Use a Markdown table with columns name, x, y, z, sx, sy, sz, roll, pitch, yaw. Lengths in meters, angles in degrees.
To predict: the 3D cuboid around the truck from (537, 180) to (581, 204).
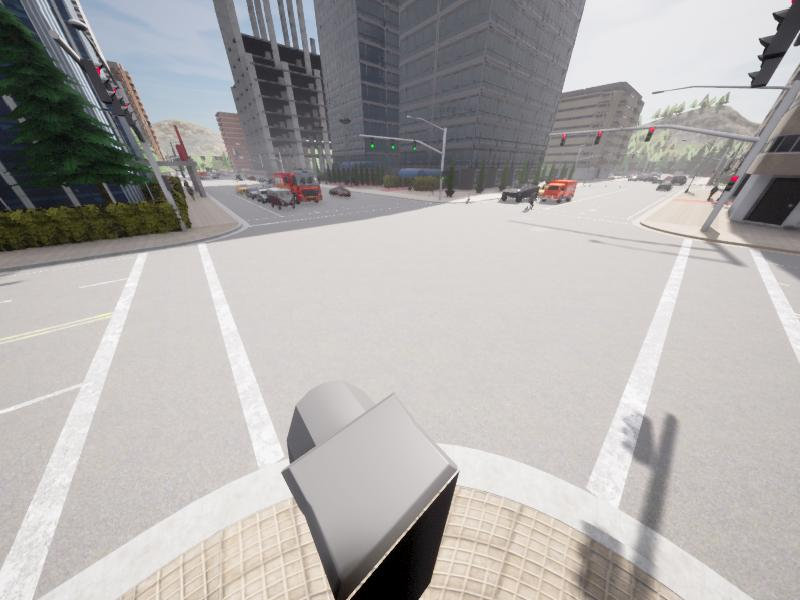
| name | x | y | z | sx | sy | sz | roll | pitch | yaw |
| --- | --- | --- | --- | --- | --- | --- | --- | --- | --- |
| truck | 20.639 | -14.160 | 30.062 | 5.204 | 2.467 | 2.627 | -23 | 37 | -34 |

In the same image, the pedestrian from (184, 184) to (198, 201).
| name | x | y | z | sx | sy | sz | roll | pitch | yaw |
| --- | --- | --- | --- | --- | --- | --- | --- | --- | --- |
| pedestrian | -27.074 | -13.931 | 29.921 | 0.751 | 1.860 | 0.751 | -23 | 37 | -34 |

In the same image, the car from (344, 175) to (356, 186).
| name | x | y | z | sx | sy | sz | roll | pitch | yaw |
| --- | --- | --- | --- | --- | --- | --- | --- | --- | --- |
| car | -11.925 | -28.857 | 55.608 | 2.390 | 2.098 | 6.274 | -5 | 30 | -9 |

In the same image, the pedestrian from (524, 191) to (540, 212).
| name | x | y | z | sx | sy | sz | roll | pitch | yaw |
| --- | --- | --- | --- | --- | --- | --- | --- | --- | --- |
| pedestrian | 13.440 | -10.059 | 23.519 | 0.751 | 1.860 | 0.751 | -18 | 35 | -29 |

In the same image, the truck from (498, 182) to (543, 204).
| name | x | y | z | sx | sy | sz | roll | pitch | yaw |
| --- | --- | --- | --- | --- | --- | --- | --- | --- | --- |
| truck | 16.129 | -14.403 | 30.853 | 6.274 | 2.098 | 2.390 | -22 | 37 | -33 |

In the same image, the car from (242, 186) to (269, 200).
| name | x | y | z | sx | sy | sz | roll | pitch | yaw |
| --- | --- | --- | --- | --- | --- | --- | --- | --- | --- |
| car | -21.288 | -15.726 | 33.851 | 2.033 | 1.411 | 5.357 | -23 | 37 | -34 |

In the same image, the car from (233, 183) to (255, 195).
| name | x | y | z | sx | sy | sz | roll | pitch | yaw |
| --- | --- | --- | --- | --- | --- | --- | --- | --- | --- |
| car | -26.297 | -18.722 | 38.896 | 1.882 | 1.535 | 5.008 | -23 | 37 | -34 |

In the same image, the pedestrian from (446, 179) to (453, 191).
| name | x | y | z | sx | sy | sz | roll | pitch | yaw |
| --- | --- | --- | --- | --- | --- | --- | --- | --- | --- |
| pedestrian | 8.816 | -20.486 | 41.257 | 0.751 | 1.860 | 0.751 | -6 | 30 | -10 |

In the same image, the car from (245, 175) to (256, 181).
| name | x | y | z | sx | sy | sz | roll | pitch | yaw |
| --- | --- | --- | --- | --- | --- | --- | --- | --- | --- |
| car | -49.396 | -40.232 | 76.152 | 1.882 | 1.535 | 5.008 | -24 | 37 | -35 |

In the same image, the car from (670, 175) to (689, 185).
| name | x | y | z | sx | sy | sz | roll | pitch | yaw |
| --- | --- | --- | --- | --- | --- | --- | --- | --- | --- |
| car | 71.323 | -30.624 | 59.008 | 5.566 | 2.045 | 2.150 | -23 | 37 | -34 |

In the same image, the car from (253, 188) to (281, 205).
| name | x | y | z | sx | sy | sz | roll | pitch | yaw |
| --- | --- | --- | --- | --- | --- | --- | --- | --- | --- |
| car | -17.092 | -13.309 | 29.581 | 1.970 | 1.475 | 3.806 | -23 | 37 | -34 |

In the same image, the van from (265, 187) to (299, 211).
| name | x | y | z | sx | sy | sz | roll | pitch | yaw |
| --- | --- | --- | --- | --- | --- | --- | --- | --- | --- |
| van | -13.002 | -11.136 | 25.307 | 1.775 | 1.987 | 4.442 | -23 | 37 | -34 |

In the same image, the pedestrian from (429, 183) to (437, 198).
| name | x | y | z | sx | sy | sz | roll | pitch | yaw |
| --- | --- | --- | --- | --- | --- | --- | --- | --- | --- |
| pedestrian | 4.586 | -15.427 | 32.513 | 0.751 | 1.860 | 0.751 | 19 | 35 | 29 |

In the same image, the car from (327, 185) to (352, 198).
| name | x | y | z | sx | sy | sz | roll | pitch | yaw |
| --- | --- | --- | --- | --- | --- | --- | --- | --- | --- |
| car | -9.402 | -16.844 | 35.811 | 1.994 | 1.385 | 4.181 | -23 | 37 | -34 |

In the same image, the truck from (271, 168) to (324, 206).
| name | x | y | z | sx | sy | sz | roll | pitch | yaw |
| --- | --- | --- | --- | --- | --- | --- | --- | --- | --- |
| truck | -13.322 | -14.808 | 29.830 | 2.891 | 3.827 | 8.468 | -23 | 37 | -34 |

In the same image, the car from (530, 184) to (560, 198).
| name | x | y | z | sx | sy | sz | roll | pitch | yaw |
| --- | --- | --- | --- | --- | --- | --- | --- | --- | --- |
| car | 22.172 | -16.671 | 35.301 | 5.366 | 1.575 | 1.801 | -22 | 37 | -33 |

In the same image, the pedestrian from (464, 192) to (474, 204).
| name | x | y | z | sx | sy | sz | roll | pitch | yaw |
| --- | --- | --- | --- | --- | --- | --- | --- | --- | --- |
| pedestrian | 8.446 | -12.471 | 28.258 | 0.751 | 1.300 | 0.751 | -24 | 38 | -35 |

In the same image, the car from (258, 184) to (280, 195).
| name | x | y | z | sx | sy | sz | roll | pitch | yaw |
| --- | --- | --- | --- | --- | --- | --- | --- | --- | --- |
| car | -22.751 | -19.262 | 40.000 | 1.994 | 1.385 | 4.181 | -23 | 37 | -35 |

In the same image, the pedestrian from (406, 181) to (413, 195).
| name | x | y | z | sx | sy | sz | roll | pitch | yaw |
| --- | --- | --- | --- | --- | --- | --- | --- | --- | --- |
| pedestrian | 1.544 | -17.600 | 36.276 | 0.751 | 1.860 | 0.751 | -25 | 38 | -36 |
